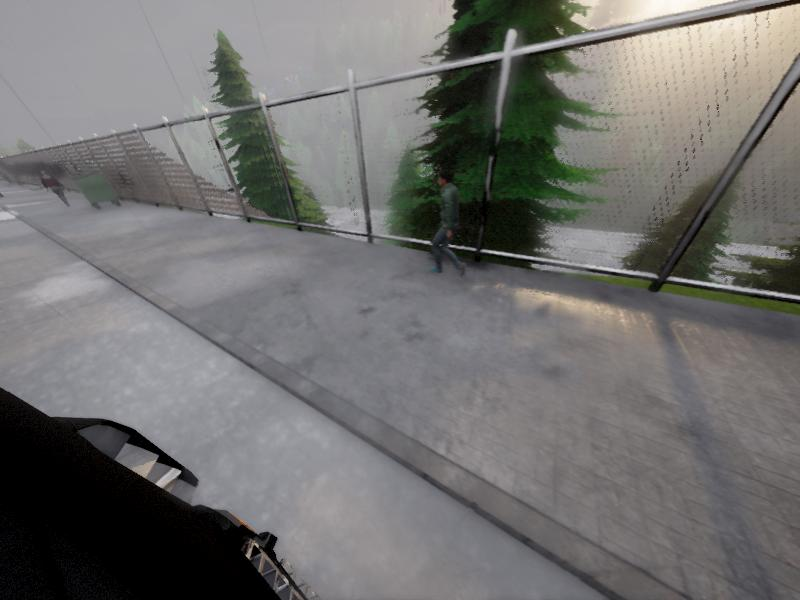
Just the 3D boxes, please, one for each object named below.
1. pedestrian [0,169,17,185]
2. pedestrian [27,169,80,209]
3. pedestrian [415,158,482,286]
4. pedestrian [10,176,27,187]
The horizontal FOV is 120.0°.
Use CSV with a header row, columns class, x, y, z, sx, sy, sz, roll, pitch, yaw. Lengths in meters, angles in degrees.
class,x,y,z,sx,sy,sz,roll,pitch,yaw
pedestrian,-54.209,-16.916,31.751,0.751,1.860,0.751,16,38,26
pedestrian,-19.148,-6.181,12.848,0.751,1.860,0.751,27,44,37
pedestrian,0.770,-1.291,3.926,0.751,1.860,0.751,17,38,27
pedestrian,-44.981,-13.937,27.231,0.500,1.100,0.500,18,39,28
